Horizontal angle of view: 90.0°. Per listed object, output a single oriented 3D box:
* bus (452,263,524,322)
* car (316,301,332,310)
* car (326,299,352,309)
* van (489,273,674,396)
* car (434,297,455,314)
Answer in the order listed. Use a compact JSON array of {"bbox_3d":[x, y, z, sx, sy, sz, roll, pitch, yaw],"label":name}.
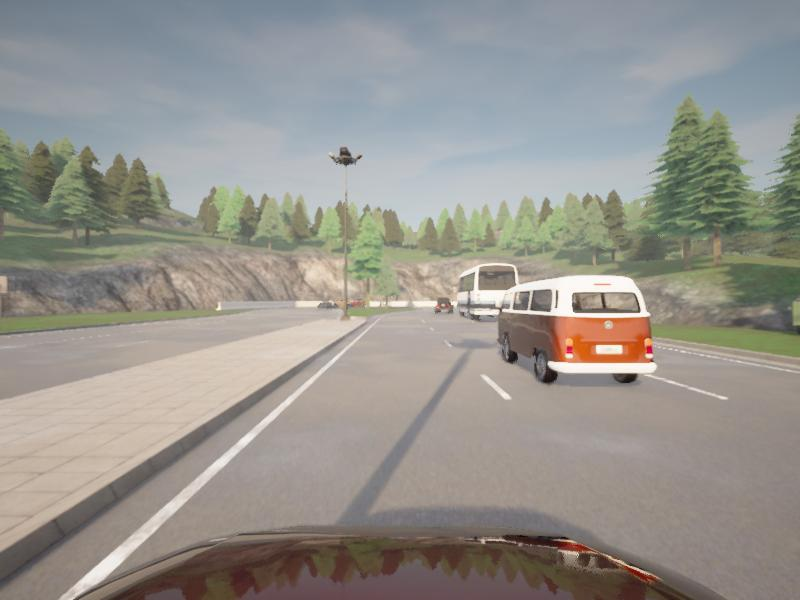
[{"bbox_3d":[6.933,-0.532,33.772,3.944,4.253,10.273,0,0,1],"label":"bus"},{"bbox_3d":[-12.754,0.853,67.423,1.816,1.474,4.193,0,0,3],"label":"car"},{"bbox_3d":[-11.625,0.658,76.651,4.605,1.855,1.932,0,0,-40],"label":"car"},{"bbox_3d":[3.514,0.572,8.885,2.069,2.038,4.480,0,0,0],"label":"van"},{"bbox_3d":[5.453,0.649,48.671,1.905,1.878,3.866,0,0,14],"label":"car"}]
